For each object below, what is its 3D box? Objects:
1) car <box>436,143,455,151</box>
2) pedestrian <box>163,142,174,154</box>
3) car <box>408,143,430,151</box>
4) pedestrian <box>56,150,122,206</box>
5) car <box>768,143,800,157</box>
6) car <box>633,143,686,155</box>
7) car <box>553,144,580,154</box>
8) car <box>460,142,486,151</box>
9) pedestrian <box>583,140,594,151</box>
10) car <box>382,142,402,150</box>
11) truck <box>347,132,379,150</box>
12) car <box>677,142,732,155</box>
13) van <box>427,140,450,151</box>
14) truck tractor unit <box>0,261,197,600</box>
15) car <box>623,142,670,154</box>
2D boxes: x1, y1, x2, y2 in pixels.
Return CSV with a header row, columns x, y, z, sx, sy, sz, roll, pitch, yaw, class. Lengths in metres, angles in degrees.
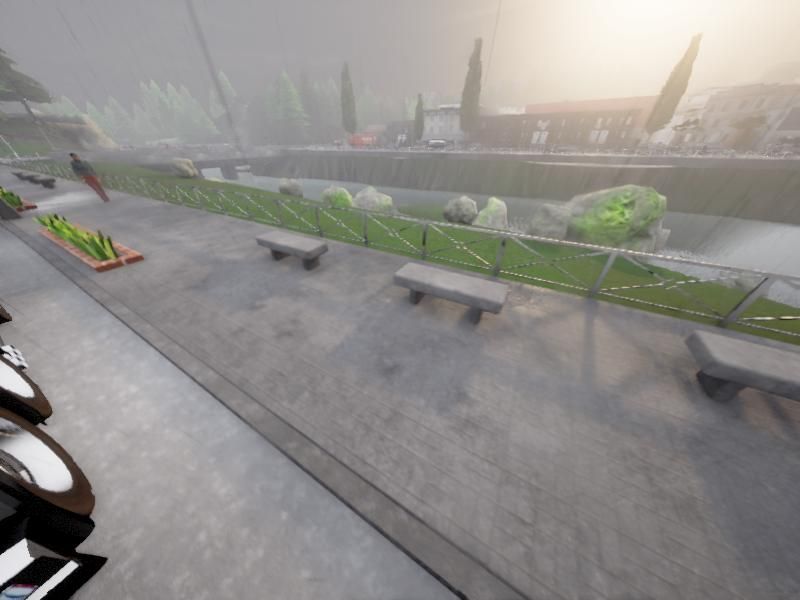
x,y,z,sx,sy,sz,roll,pitch,yaw,class
11.014,-37.133,55.976,3.806,1.475,1.970,17,39,24,car
-46.851,-30.787,46.793,0.751,1.860,0.751,26,42,32,pedestrian
4.783,-39.053,58.908,5.027,1.651,2.152,18,39,24,car
-12.464,-4.915,9.320,0.751,1.860,0.751,22,41,29,pedestrian
54.988,-20.660,31.812,3.988,1.617,1.851,18,39,24,car
42.190,-24.728,37.737,5.238,1.638,1.930,18,39,24,car
30.906,-28.234,43.017,3.806,1.475,1.970,18,39,24,car
16.806,-35.371,53.250,5.238,1.638,1.930,18,39,24,car
37.814,-30.967,46.324,0.751,1.860,0.751,-8,36,-11,pedestrian
-2.177,-41.382,62.045,4.856,1.649,2.033,18,39,24,car
-10.460,-44.903,65.251,8.468,3.827,2.891,18,39,24,truck
49.779,-24.921,37.959,4.856,1.649,2.033,17,39,24,car
8.836,-35.437,53.068,4.480,2.038,2.069,17,39,24,van
-5.109,-0.302,0.788,6.516,4.208,3.053,18,39,24,truck tractor unit
43.447,-26.918,40.874,5.238,1.638,1.930,18,39,23,car
